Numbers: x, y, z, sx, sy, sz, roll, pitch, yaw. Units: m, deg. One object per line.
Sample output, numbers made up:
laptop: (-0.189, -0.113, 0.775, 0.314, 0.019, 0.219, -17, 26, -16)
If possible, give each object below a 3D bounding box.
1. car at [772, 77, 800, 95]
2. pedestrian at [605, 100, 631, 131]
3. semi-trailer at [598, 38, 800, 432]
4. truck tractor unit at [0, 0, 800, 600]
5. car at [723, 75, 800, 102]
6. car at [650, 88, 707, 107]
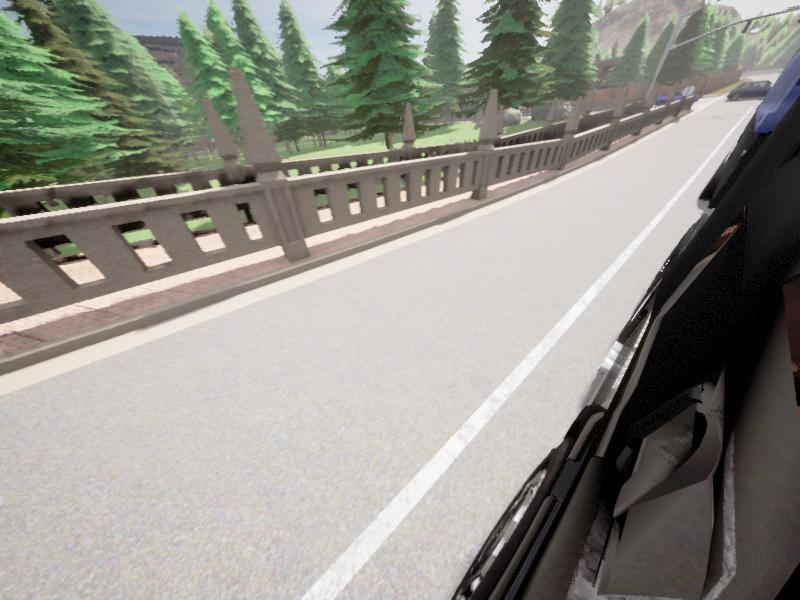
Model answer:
car: (49.745, -27.292, 29.405, 4.181, 1.385, 1.994, -31, 45, -26)
pedestrian: (17.881, -15.128, 18.976, 0.751, 1.860, 0.751, -30, 44, -25)
semi-trailer: (8.656, -3.694, 4.177, 14.254, 4.402, 2.717, -29, 44, -29)
truck tractor unit: (2.645, -0.295, 0.351, 6.516, 4.208, 3.053, -28, 44, -30)
car: (42.935, -25.208, 27.610, 4.553, 1.767, 2.097, 25, 49, 33)
car: (37.959, -27.663, 31.611, 2.007, 1.525, 4.514, -33, 46, -28)
